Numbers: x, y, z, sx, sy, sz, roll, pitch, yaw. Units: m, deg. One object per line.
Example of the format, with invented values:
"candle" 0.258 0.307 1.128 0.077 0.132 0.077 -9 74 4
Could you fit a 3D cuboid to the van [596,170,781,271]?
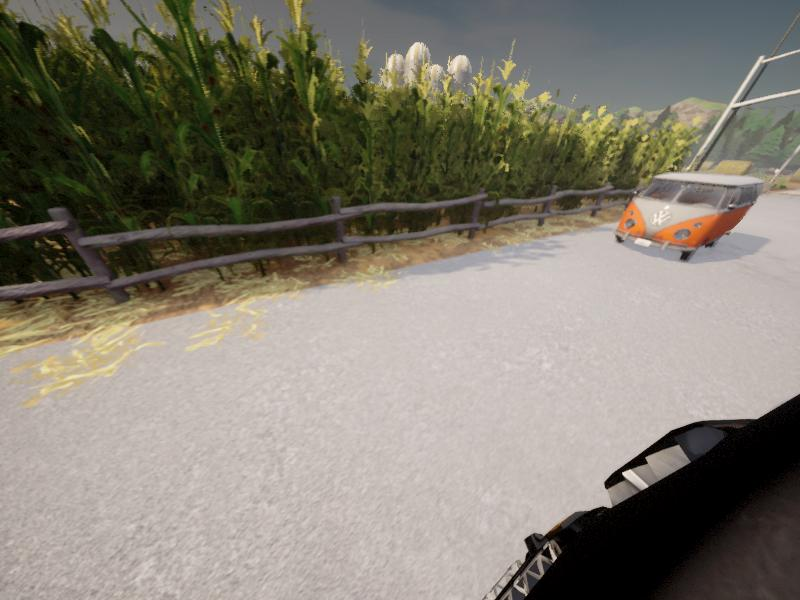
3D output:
"van" 8.233 -2.518 6.652 4.442 1.987 1.775 -16 38 -26
